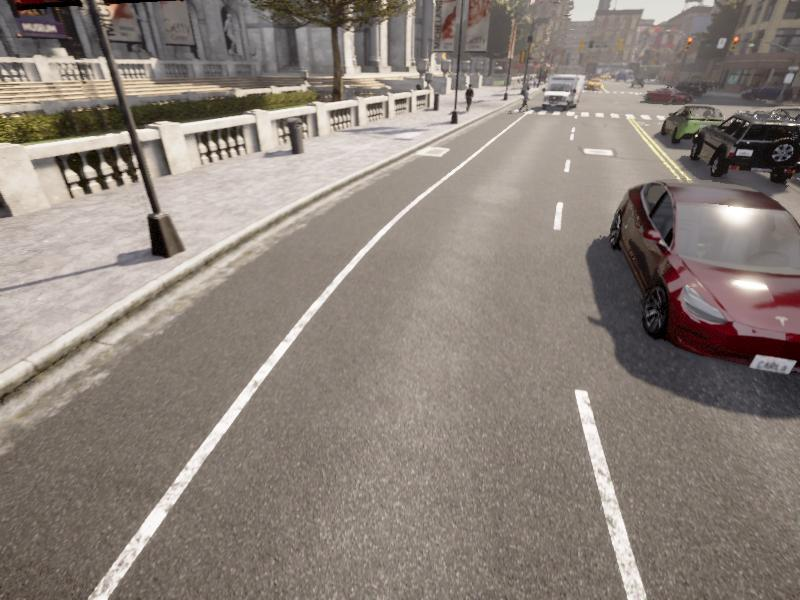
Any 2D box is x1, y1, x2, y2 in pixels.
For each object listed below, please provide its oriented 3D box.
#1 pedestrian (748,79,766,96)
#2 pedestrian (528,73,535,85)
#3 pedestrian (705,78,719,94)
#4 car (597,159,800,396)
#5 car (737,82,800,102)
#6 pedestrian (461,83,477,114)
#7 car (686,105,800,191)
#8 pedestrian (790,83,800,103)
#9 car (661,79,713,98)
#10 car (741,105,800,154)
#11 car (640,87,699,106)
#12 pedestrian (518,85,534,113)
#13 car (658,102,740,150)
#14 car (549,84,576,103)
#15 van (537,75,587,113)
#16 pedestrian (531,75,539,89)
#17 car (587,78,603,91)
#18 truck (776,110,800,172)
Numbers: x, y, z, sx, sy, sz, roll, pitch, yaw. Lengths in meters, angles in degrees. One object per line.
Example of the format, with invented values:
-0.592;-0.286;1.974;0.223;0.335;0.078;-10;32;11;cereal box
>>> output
43.914;-26.160;49.232;0.751;1.860;0.751;2;30;3;pedestrian
24.191;-40.663;73.656;0.751;1.860;0.751;16;34;25;pedestrian
40.972;-28.157;52.592;0.751;1.860;0.751;-23;37;-34;pedestrian
4.625;-0.822;6.022;2.163;1.488;4.792;9;31;14;car
41.401;-23.502;45.064;4.553;1.767;2.097;14;33;22;car
4.821;-14.055;27.894;0.751;1.860;0.751;15;33;23;pedestrian
11.418;-5.228;13.269;1.932;1.855;4.605;12;32;18;car
41.607;-21.523;41.576;0.751;1.860;0.751;8;31;13;pedestrian
35.627;-26.392;49.826;1.932;1.855;4.605;-17;35;-26;car
17.279;-7.718;17.941;1.789;1.549;3.705;12;32;18;car
26.386;-20.067;39.364;1.994;1.385;4.181;-15;34;-24;car
9.479;-15.141;30.130;0.751;1.860;0.751;11;32;18;pedestrian
14.084;-8.469;19.196;2.007;1.525;4.514;12;32;18;car
16.732;-21.255;41.086;2.128;1.511;4.902;12;32;19;car
13.543;-17.232;33.256;2.351;2.431;6.366;16;34;25;van
20.624;-33.314;61.047;0.751;1.860;0.751;4;31;6;pedestrian
30.778;-34.070;63.181;1.882;1.535;5.008;12;32;18;car
14.808;-4.969;12.299;2.627;2.467;5.204;12;32;18;truck
